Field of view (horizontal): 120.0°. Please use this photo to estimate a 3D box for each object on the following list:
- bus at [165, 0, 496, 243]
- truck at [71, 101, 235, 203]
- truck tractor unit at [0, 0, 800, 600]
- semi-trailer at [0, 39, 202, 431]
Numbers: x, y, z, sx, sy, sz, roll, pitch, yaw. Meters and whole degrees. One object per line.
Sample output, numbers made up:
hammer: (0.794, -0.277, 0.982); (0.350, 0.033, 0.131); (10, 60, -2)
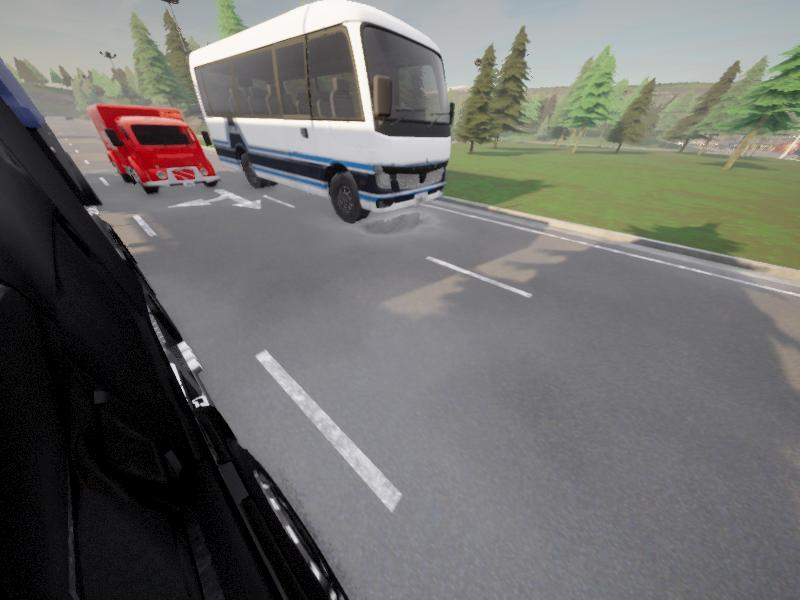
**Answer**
bus: (-3.030, -6.002, 8.004); (10.273, 4.253, 3.944); (28, 43, 30)
truck: (-9.208, -5.706, 8.711); (5.204, 2.467, 2.627); (28, 43, 30)
truck tractor unit: (-2.645, -0.295, 0.351); (6.516, 4.208, 3.053); (28, 44, 30)
semi-trailer: (-8.717, -3.576, 4.233); (14.254, 4.402, 2.717); (28, 43, 30)
